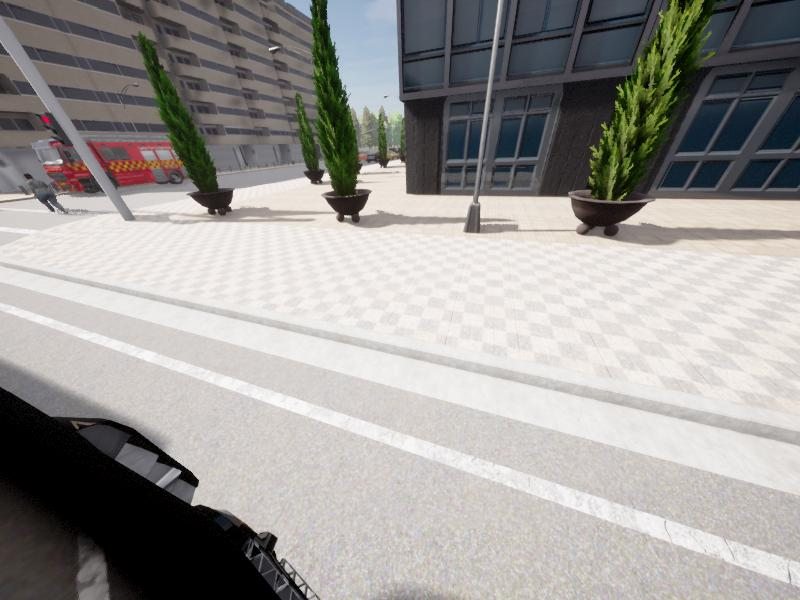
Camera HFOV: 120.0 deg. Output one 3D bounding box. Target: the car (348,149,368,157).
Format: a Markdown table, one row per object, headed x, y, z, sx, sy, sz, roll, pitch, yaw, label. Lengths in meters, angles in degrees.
| x | y | z | sx | sy | sz | roll | pitch | yaw | label |
| --- | --- | --- | --- | --- | --- | --- | --- | --- | --- |
| -13.260 | -46.399 | 72.848 | 5.566 | 2.045 | 2.150 | 9 | 35 | 17 | car |

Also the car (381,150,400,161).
| x | y | z | sx | sy | sz | roll | pitch | yaw | label |
| --- | --- | --- | --- | --- | --- | --- | --- | --- | --- |
| -1.708 | -28.040 | 44.682 | 1.801 | 1.575 | 5.366 | 9 | 35 | 17 | car |

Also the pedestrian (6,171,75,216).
| x | y | z | sx | sy | sz | roll | pitch | yaw | label |
| --- | --- | --- | --- | --- | --- | --- | --- | --- | --- |
| -17.277 | -5.145 | 11.172 | 0.751 | 1.860 | 0.751 | 4 | 34 | 10 | pedestrian |

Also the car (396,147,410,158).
| x | y | z | sx | sy | sz | roll | pitch | yaw | label |
| --- | --- | --- | --- | --- | --- | --- | --- | --- | --- |
| 0.759 | -32.211 | 50.479 | 1.905 | 1.878 | 3.866 | 9 | 35 | 17 | car |

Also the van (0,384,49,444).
| x | y | z | sx | sy | sz | roll | pitch | yaw | label |
| --- | --- | --- | --- | --- | --- | --- | --- | --- | --- |
| -6.109 | 0.531 | 1.814 | 4.442 | 1.987 | 1.775 | 9 | 35 | 17 | van |

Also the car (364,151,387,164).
| x | y | z | sx | sy | sz | roll | pitch | yaw | label |
| --- | --- | --- | --- | --- | --- | --- | --- | --- | --- |
| -4.031 | -24.213 | 39.158 | 2.007 | 1.525 | 4.514 | 9 | 35 | 17 | car |

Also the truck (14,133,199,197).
| x | y | z | sx | sy | sz | roll | pitch | yaw | label |
| --- | --- | --- | --- | --- | --- | --- | --- | --- | --- |
| -23.214 | -11.556 | 19.532 | 2.891 | 3.827 | 8.468 | 9 | 35 | 17 | truck |
